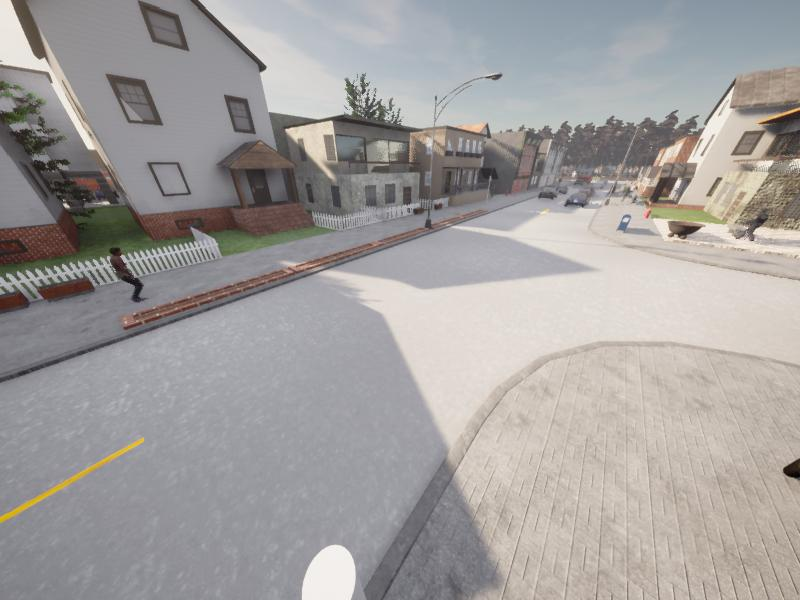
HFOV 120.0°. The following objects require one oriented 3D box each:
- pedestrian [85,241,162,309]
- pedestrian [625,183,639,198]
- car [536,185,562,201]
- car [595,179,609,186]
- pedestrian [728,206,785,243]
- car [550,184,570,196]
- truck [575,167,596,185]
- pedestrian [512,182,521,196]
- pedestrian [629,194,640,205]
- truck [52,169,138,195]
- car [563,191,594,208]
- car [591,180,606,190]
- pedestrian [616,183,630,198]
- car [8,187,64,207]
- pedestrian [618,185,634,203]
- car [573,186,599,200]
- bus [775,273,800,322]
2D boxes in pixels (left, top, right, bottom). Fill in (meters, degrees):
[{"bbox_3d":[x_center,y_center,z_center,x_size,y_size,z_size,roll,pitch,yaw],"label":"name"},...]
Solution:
[{"bbox_3d":[-8.567,-0.780,7.240,0.751,1.860,0.751,17,34,27],"label":"pedestrian"},{"bbox_3d":[32.970,-15.547,32.816,0.751,1.860,0.751,-23,37,-34],"label":"pedestrian"},{"bbox_3d":[21.411,-15.456,33.136,1.930,1.638,5.238,22,36,33],"label":"car"},{"bbox_3d":[50.542,-29.465,57.746,1.895,1.301,4.718,25,38,36],"label":"car"},{"bbox_3d":[19.814,-4.192,12.897,0.751,1.860,0.751,2,30,3],"label":"pedestrian"},{"bbox_3d":[26.385,-18.132,38.040,1.994,1.385,4.181,21,36,32],"label":"car"},{"bbox_3d":[49.237,-32.950,61.254,2.891,3.827,8.468,22,36,33],"label":"truck"},{"bbox_3d":[18.059,-17.214,35.706,0.751,1.860,0.751,18,34,28],"label":"pedestrian"},{"bbox_3d":[27.312,-11.697,26.909,0.500,1.100,0.500,17,34,27],"label":"pedestrian"},{"bbox_3d":[-54.797,-21.614,42.049,2.891,3.827,8.468,23,37,34],"label":"truck"},{"bbox_3d":[21.184,-11.961,27.356,1.994,1.385,4.181,24,38,35],"label":"car"},{"bbox_3d":[41.595,-24.117,48.335,1.812,1.442,4.674,23,37,34],"label":"car"},{"bbox_3d":[32.195,-15.867,33.371,0.751,1.860,0.751,-25,38,-36],"label":"pedestrian"},{"bbox_3d":[-43.673,-12.532,27.911,2.242,1.667,4.611,-23,37,-34],"label":"car"},{"bbox_3d":[28.003,-13.107,28.591,0.751,1.860,0.751,-24,38,-36],"label":"pedestrian"},{"bbox_3d":[27.489,-15.875,34.109,2.033,1.411,5.357,25,38,36],"label":"car"},{"bbox_3d":[15.302,0.668,2.578,10.273,4.253,3.944,25,38,34],"label":"bus"}]
